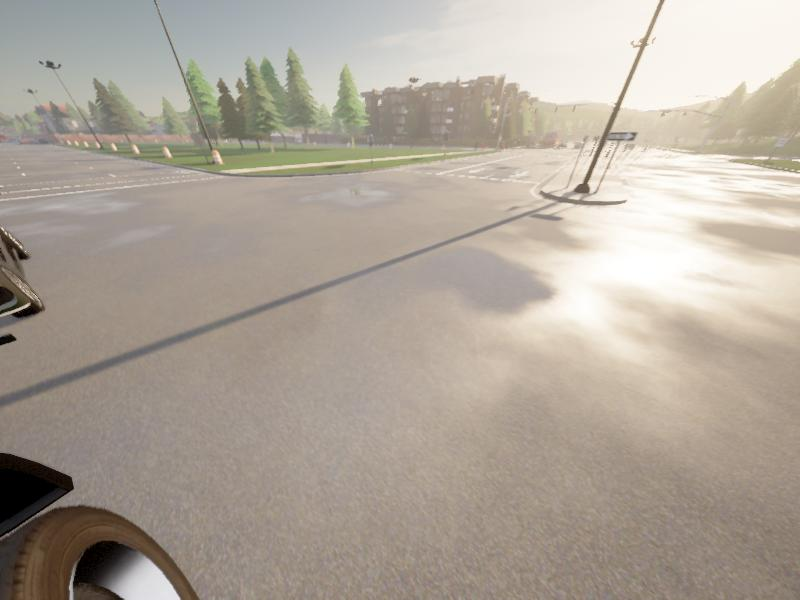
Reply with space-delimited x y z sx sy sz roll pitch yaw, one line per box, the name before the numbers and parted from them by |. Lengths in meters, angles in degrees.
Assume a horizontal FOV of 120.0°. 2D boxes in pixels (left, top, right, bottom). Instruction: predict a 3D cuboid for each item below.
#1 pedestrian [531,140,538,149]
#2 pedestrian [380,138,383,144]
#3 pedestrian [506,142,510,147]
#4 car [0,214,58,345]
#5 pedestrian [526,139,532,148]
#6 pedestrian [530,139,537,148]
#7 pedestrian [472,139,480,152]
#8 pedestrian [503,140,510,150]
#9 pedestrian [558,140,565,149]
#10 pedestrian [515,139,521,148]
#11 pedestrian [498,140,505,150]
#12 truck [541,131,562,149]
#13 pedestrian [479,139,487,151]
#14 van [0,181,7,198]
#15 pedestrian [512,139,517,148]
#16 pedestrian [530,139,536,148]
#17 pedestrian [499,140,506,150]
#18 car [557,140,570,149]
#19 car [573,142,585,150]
pedestrian | 34.097 -39.335 58.363 0.751 1.860 0.751 -21 40 -27
pedestrian | -6.526 -56.589 82.270 0.751 1.860 0.751 23 41 28
pedestrian | 28.854 -41.564 61.882 0.500 1.100 0.500 29 44 34
car | -7.688 -0.645 3.356 5.027 1.651 2.152 22 41 28
pedestrian | 33.189 -40.451 59.652 0.751 1.860 0.751 21 40 27
pedestrian | 34.069 -39.920 58.929 0.751 1.860 0.751 -22 41 -28
pedestrian | 13.560 -27.508 41.147 0.751 1.860 0.751 25 42 31
pedestrian | 23.983 -34.879 51.956 0.751 1.860 0.751 21 40 27
pedestrian | 38.901 -37.428 55.694 0.751 1.860 0.751 15 38 20
pedestrian | 30.222 -39.990 58.998 0.751 1.860 0.751 27 43 32
pedestrian | 23.009 -35.176 52.374 0.751 1.860 0.751 27 43 33
truck | 41.435 -43.854 63.167 2.891 3.827 8.468 22 41 28
pedestrian | 15.594 -29.002 43.283 0.751 1.860 0.751 25 42 30
van | -19.847 -5.731 10.167 4.442 1.987 1.775 22 41 28
pedestrian | 29.126 -39.827 58.758 0.751 1.860 0.751 22 41 28
pedestrian | 33.640 -39.689 58.569 0.751 1.860 0.751 18 39 23
pedestrian | 22.910 -34.559 51.495 0.751 1.860 0.751 24 42 30
car | 42.223 -40.162 59.635 1.905 1.878 3.866 22 41 28
car | 45.322 -39.037 58.381 1.837 1.490 4.892 22 41 28
